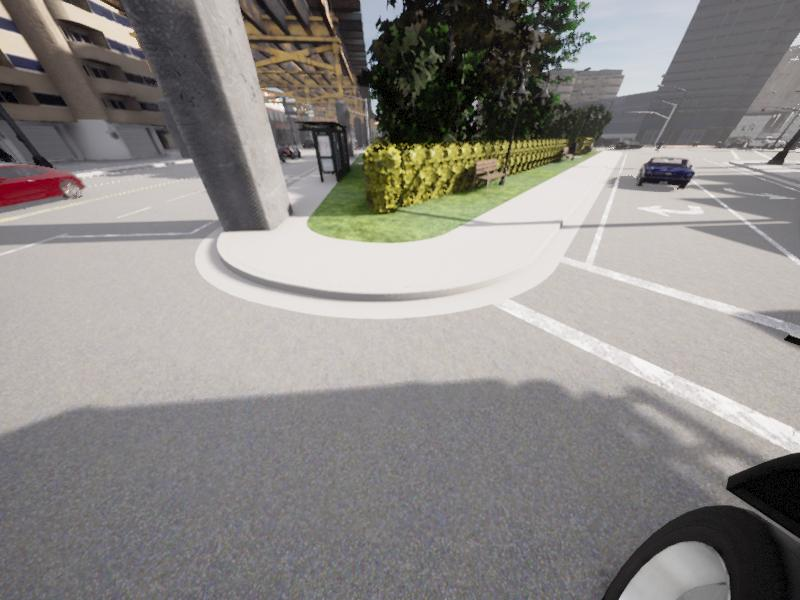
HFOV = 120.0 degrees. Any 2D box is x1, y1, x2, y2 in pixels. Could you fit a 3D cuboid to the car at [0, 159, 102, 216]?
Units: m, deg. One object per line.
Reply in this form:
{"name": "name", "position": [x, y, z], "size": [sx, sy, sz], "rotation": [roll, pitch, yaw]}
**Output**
{"name": "car", "position": [-15.020, -4.266, 8.713], "size": [1.812, 1.442, 4.674], "rotation": [-3, 35, -4]}

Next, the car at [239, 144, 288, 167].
{"name": "car", "position": [-13.033, -14.140, 22.475], "size": [2.152, 1.651, 5.027], "rotation": [-3, 35, -4]}

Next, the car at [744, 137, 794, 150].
{"name": "car", "position": [71.842, -30.655, 45.084], "size": [5.566, 2.045, 2.150], "rotation": [-3, 35, -4]}

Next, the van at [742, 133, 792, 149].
{"name": "van", "position": [76.310, -33.105, 48.096], "size": [5.915, 2.561, 1.988], "rotation": [-3, 35, -4]}

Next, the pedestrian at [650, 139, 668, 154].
{"name": "pedestrian", "position": [37.262, -22.104, 33.251], "size": [0.751, 1.860, 0.751], "rotation": [-4, 36, -6]}

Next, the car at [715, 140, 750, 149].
{"name": "car", "position": [68.859, -32.284, 47.885], "size": [4.193, 1.474, 1.816], "rotation": [-3, 35, -4]}

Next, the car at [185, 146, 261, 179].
{"name": "car", "position": [-12.415, -10.100, 16.759], "size": [1.930, 1.638, 5.238], "rotation": [-3, 35, -4]}

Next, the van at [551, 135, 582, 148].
{"name": "van", "position": [40.436, -38.781, 56.515], "size": [2.351, 2.431, 6.366], "rotation": [-3, 35, -4]}

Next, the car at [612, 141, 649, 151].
{"name": "car", "position": [43.613, -29.321, 43.817], "size": [4.792, 1.488, 2.163], "rotation": [-6, 36, -9]}

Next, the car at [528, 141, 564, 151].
{"name": "car", "position": [26.562, -28.070, 42.068], "size": [4.902, 1.511, 2.128], "rotation": [-3, 35, -4]}

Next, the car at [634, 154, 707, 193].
{"name": "car", "position": [14.481, -7.063, 12.677], "size": [1.895, 1.301, 4.718], "rotation": [25, 43, 31]}

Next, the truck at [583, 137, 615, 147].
{"name": "truck", "position": [50.799, -40.431, 59.140], "size": [2.390, 2.098, 6.274], "rotation": [-4, 35, -5]}
